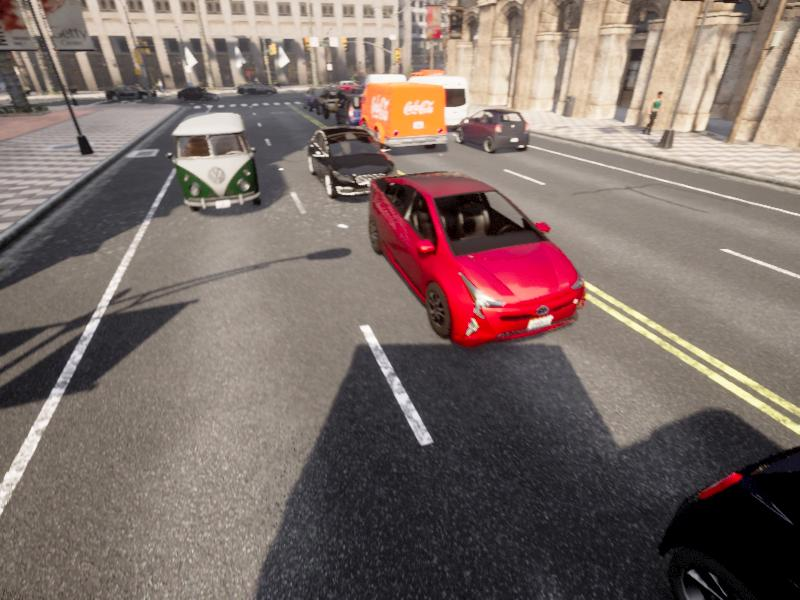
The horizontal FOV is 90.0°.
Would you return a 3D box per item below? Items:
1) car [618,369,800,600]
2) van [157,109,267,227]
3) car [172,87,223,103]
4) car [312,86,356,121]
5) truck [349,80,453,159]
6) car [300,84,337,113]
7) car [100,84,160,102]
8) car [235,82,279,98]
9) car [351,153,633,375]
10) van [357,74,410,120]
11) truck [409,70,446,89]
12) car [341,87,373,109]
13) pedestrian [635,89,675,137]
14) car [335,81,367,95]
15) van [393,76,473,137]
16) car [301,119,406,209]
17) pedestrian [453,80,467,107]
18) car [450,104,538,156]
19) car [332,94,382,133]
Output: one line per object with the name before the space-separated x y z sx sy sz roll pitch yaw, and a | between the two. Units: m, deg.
car | 3.022 1.880 1.226 1.845 1.501 3.633 -11 32 -17
van | -4.774 -3.717 10.550 1.775 1.987 4.442 -11 32 -17
car | -21.320 -21.630 42.186 4.674 1.442 1.812 10 32 18
car | -4.676 -13.856 28.022 1.932 1.855 4.605 -11 32 -17
truck | -0.161 -7.884 17.095 2.627 2.467 5.204 -11 32 -17
car | -6.765 -16.660 32.960 2.097 1.767 4.553 -11 32 -17
car | -30.846 -23.774 45.904 5.238 1.638 1.930 -11 32 -17
car | -17.835 -26.210 49.917 4.902 1.511 2.128 -11 32 -17
car | 0.833 -1.050 6.303 2.007 1.525 4.514 -11 32 -17
van | -1.300 -14.661 28.662 1.988 2.561 5.915 -11 32 -17
truck | 4.285 -34.648 62.815 5.204 2.467 2.627 -11 32 -17
car | -3.764 -17.590 34.739 1.845 1.501 3.633 -11 32 -17
pedestrian | 11.313 -8.306 17.782 0.751 1.860 0.751 -6 31 -8
car | -6.527 -28.353 53.377 3.806 1.475 1.970 -11 32 -17
van | 1.561 -10.716 21.833 1.988 2.561 5.915 -11 32 -17
car | -1.548 -4.232 11.844 1.837 1.490 4.892 -11 32 -17
pedestrian | 4.794 -16.511 31.997 0.751 1.860 0.751 -9 31 -14
car | 3.786 -7.231 16.810 1.845 1.501 3.633 -11 32 -17
car | -2.534 -10.790 22.986 1.851 1.617 3.988 -11 32 -17
